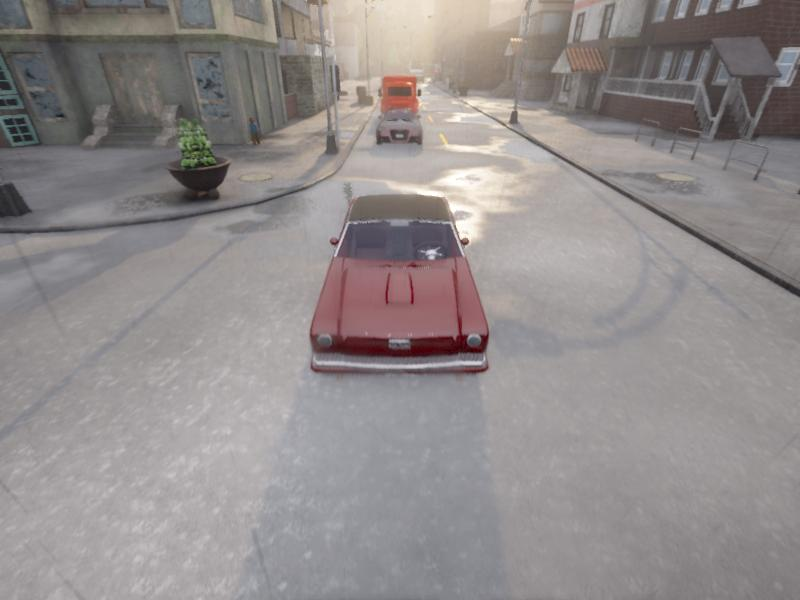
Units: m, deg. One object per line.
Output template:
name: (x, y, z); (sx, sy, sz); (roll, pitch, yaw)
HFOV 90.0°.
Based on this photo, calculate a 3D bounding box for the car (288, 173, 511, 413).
car: (-0.006, -0.615, 5.749); (1.895, 1.301, 4.718); (0, 30, 0)

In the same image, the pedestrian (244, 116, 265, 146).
pedestrian: (-6.032, -7.012, 16.606); (0.500, 1.100, 0.500); (1, 30, 2)

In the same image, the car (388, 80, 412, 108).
car: (-0.028, -17.626, 34.183); (1.905, 1.878, 3.866); (0, 31, 0)

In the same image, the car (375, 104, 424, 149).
car: (-0.014, -7.981, 18.247); (1.994, 1.385, 4.181); (0, 30, 0)

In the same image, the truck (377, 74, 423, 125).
truck: (-0.020, -12.931, 25.571); (2.627, 2.467, 5.204); (0, 32, 0)

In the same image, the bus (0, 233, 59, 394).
bus: (-9.386, -0.237, 2.180); (10.273, 4.253, 3.944); (0, 30, -1)

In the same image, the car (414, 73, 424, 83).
car: (3.936, -46.011, 82.865); (1.930, 1.638, 5.238); (0, 30, 0)
